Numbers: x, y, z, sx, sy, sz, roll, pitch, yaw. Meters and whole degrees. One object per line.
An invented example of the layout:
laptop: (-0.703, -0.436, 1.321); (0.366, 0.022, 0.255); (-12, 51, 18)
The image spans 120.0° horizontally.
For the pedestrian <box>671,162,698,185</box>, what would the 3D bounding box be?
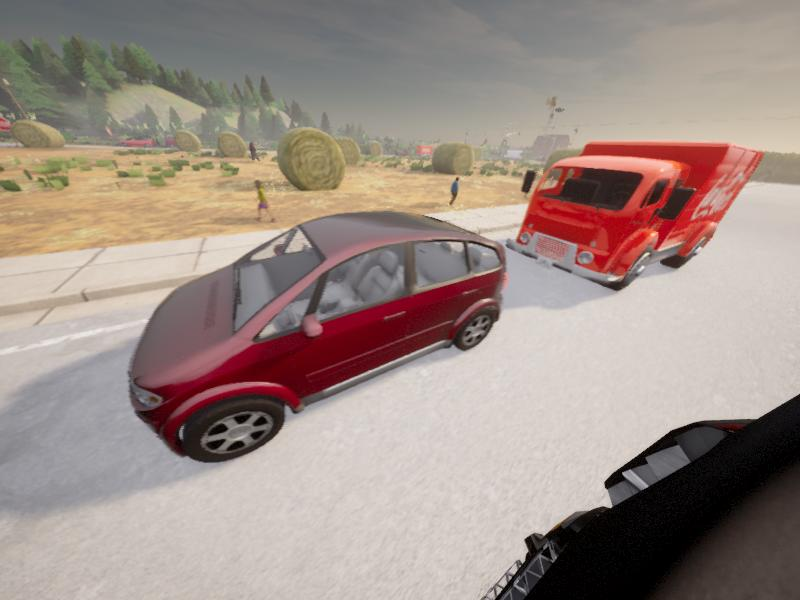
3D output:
pedestrian: (27.601, -12.264, 22.468); (0.751, 1.860, 0.751); (-16, 38, -26)

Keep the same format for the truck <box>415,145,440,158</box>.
truck: (6.834, -36.974, 57.624); (5.204, 2.467, 2.627); (-13, 37, -23)

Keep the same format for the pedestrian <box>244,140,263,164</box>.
pedestrian: (-13.885, -14.088, 21.964); (0.751, 1.860, 0.751); (10, 34, 10)

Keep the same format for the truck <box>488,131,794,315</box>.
truck: (5.128, -2.077, 5.220); (5.204, 2.467, 2.627); (-16, 38, -26)

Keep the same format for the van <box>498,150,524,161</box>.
van: (32.191, -41.990, 67.120); (5.915, 2.561, 1.988); (30, 41, 34)

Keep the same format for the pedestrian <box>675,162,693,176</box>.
pedestrian: (43.737, -20.206, 35.627); (0.751, 1.860, 0.751); (-10, 36, -18)

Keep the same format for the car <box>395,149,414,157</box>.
car: (1.040, -35.180, 55.386); (4.193, 1.474, 1.816); (-13, 37, -23)

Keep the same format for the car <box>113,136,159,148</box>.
car: (-44.216, -26.552, 38.890); (4.514, 1.525, 2.007); (-13, 37, -23)

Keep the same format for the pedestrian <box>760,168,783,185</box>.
pedestrian: (48.774, -16.225, 30.324); (0.751, 1.860, 0.751); (-18, 39, -29)

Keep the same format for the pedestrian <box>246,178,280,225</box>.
pedestrian: (-3.782, -2.742, 6.443); (0.500, 1.100, 0.500); (-8, 35, -15)

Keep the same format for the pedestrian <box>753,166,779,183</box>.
pedestrian: (48.582, -16.651, 30.682); (0.751, 1.860, 0.751); (0, 34, -4)

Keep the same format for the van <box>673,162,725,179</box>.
van: (49.299, -21.502, 38.202); (2.069, 2.038, 4.480); (-15, 38, -25)

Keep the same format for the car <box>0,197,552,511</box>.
car: (-0.516, -0.081, 2.620); (3.705, 1.549, 1.789); (-16, 38, -26)

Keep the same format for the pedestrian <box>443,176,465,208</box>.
pedestrian: (2.183, -4.413, 9.412); (0.500, 1.100, 0.500); (-23, 41, -33)

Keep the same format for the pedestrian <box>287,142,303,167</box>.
pedestrian: (-9.575, -13.318, 21.146); (0.751, 1.860, 0.751); (7, 34, 6)

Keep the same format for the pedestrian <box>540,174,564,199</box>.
pedestrian: (8.044, -6.011, 12.261); (0.500, 1.100, 0.500); (-7, 35, -14)
